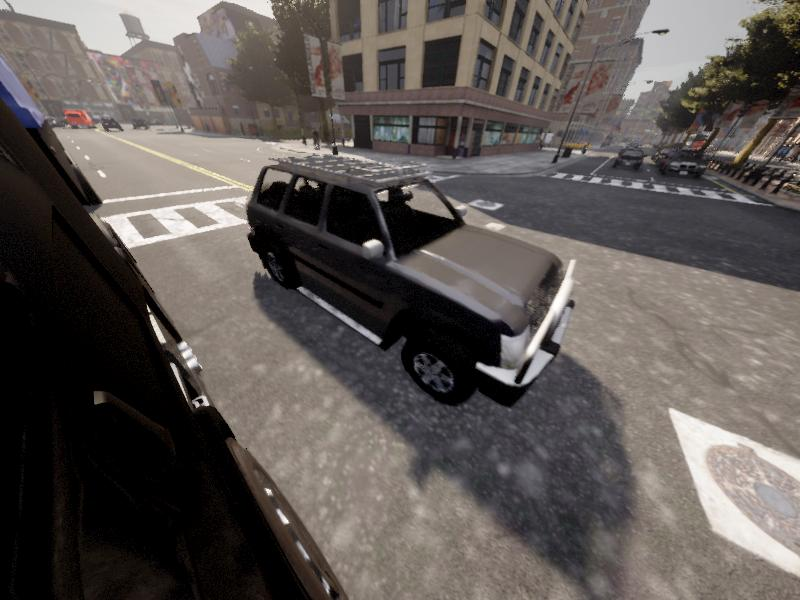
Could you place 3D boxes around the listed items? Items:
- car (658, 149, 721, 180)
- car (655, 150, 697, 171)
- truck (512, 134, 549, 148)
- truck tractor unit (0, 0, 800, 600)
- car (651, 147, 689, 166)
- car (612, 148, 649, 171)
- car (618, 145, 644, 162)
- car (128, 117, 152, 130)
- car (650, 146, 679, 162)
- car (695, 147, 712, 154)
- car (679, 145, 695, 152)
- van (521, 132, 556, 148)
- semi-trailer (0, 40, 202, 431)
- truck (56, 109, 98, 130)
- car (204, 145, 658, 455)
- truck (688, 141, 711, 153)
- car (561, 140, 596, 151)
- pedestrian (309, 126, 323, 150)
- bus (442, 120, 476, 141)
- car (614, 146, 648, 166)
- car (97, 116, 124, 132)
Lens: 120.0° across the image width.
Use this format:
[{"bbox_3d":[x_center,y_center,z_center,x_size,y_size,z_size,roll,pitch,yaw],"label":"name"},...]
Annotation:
[{"bbox_3d":[22.904,-11.001,18.551,2.242,1.667,4.611,28,43,30],"label":"car"},{"bbox_3d":[27.524,-14.061,23.218,1.994,1.385,4.181,28,43,30],"label":"car"},{"bbox_3d":[27.956,-34.227,49.718,6.274,2.098,2.390,27,43,29],"label":"truck"},{"bbox_3d":[-2.645,-0.295,0.351,6.516,4.208,3.053,28,44,30],"label":"truck tractor unit"},{"bbox_3d":[31.788,-17.044,27.384,2.128,1.511,4.902,28,43,30],"label":"car"},{"bbox_3d":[21.440,-13.136,21.514,1.812,1.442,4.674,28,43,30],"label":"car"},{"bbox_3d":[29.815,-18.978,29.866,1.837,1.490,4.892,27,43,29],"label":"car"},{"bbox_3d":[-51.044,-34.801,45.492,1.932,1.855,4.605,-19,42,-26],"label":"car"},{"bbox_3d":[36.032,-19.998,31.550,1.851,1.617,3.988,28,43,30],"label":"car"},{"bbox_3d":[81.450,-40.331,62.098,1.895,1.301,4.718,28,43,30],"label":"car"},{"bbox_3d":[78.424,-41.453,63.213,1.845,1.501,3.633,26,43,28],"label":"car"},{"bbox_3d":[30.774,-35.710,51.526,5.915,2.561,1.988,26,43,28],"label":"van"},{"bbox_3d":[-8.705,-3.596,4.228,14.254,4.402,2.717,28,43,30],"label":"semi-trailer"},{"bbox_3d":[-53.421,-30.001,38.388,2.627,2.467,5.204,-25,45,-32],"label":"truck"},{"bbox_3d":[-0.262,-0.788,3.137,4.605,1.855,1.932,28,43,29],"label":"car"},{"bbox_3d":[86.609,-44.328,66.821,2.627,2.467,5.204,28,43,30],"label":"truck"},{"bbox_3d":[37.214,-32.413,48.324,5.366,1.575,1.801,15,38,15],"label":"car"},{"bbox_3d":[-8.135,-15.753,22.443,0.751,1.860,0.751,-29,47,-36],"label":"pedestrian"},{"bbox_3d":[16.145,-46.225,63.258,3.944,4.253,10.273,28,44,30],"label":"bus"},{"bbox_3d":[25.657,-16.107,25.711,2.007,1.525,4.514,28,43,30],"label":"car"},{"bbox_3d":[-46.357,-28.264,37.016,4.605,1.855,1.932,31,45,32],"label":"car"}]
